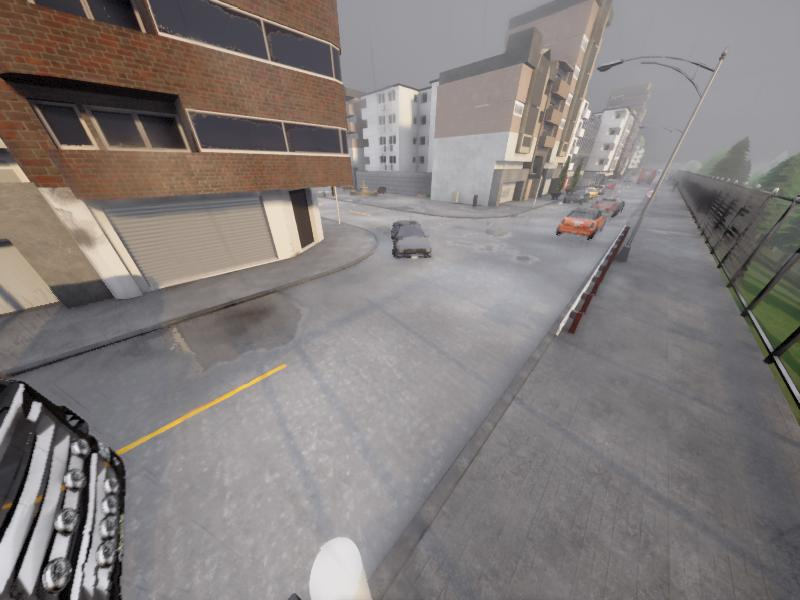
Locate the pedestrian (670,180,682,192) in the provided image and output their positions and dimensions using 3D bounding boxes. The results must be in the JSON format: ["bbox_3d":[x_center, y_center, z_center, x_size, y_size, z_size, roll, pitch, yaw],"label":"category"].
[{"bbox_3d":[50.451,-20.880,42.262,0.751,1.860,0.751,-25,38,-36],"label":"pedestrian"}]

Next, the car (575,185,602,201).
[{"bbox_3d":[27.818,-15.809,34.016,5.366,1.575,1.801,-27,39,-38],"label":"car"}]

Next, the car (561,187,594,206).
[{"bbox_3d":[22.786,-13.386,29.605,4.553,1.767,2.097,-27,39,-38],"label":"car"}]

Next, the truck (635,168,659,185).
[{"bbox_3d":[66.329,-33.203,61.891,8.468,3.827,2.891,-27,39,-38],"label":"truck"}]

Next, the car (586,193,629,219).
[{"bbox_3d":[20.595,-9.396,22.866,5.027,1.651,2.152,-26,39,-37],"label":"car"}]

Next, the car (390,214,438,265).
[{"bbox_3d":[0.532,-3.693,13.217,2.033,1.411,5.357,-2,30,-4],"label":"car"}]

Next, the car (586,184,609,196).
[{"bbox_3d":[32.706,-18.205,38.270,1.970,1.475,3.806,27,39,38],"label":"car"}]

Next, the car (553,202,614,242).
[{"bbox_3d":[12.849,-5.592,16.105,4.553,1.767,2.097,-27,39,-38],"label":"car"}]

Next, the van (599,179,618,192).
[{"bbox_3d":[40.882,-22.516,45.222,4.442,1.987,1.775,-27,39,-38],"label":"van"}]
